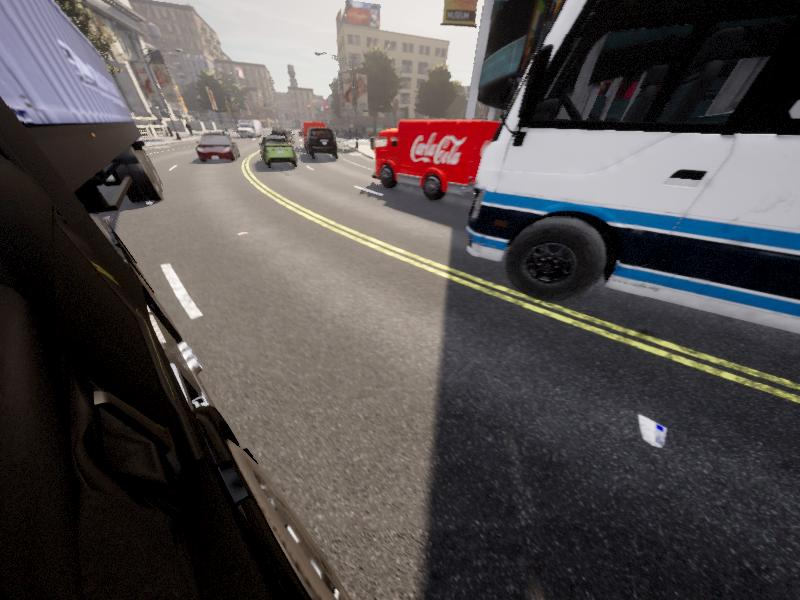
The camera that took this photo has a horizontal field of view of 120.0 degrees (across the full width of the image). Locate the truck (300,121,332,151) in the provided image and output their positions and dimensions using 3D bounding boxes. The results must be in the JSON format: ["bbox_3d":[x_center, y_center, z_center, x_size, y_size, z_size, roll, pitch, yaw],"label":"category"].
[{"bbox_3d":[-9.318,-18.134,25.510,2.627,2.467,5.204,-9,38,-16],"label":"truck"}]

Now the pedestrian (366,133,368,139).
[{"bbox_3d":[-7.655,-38.106,53.676,0.500,1.100,0.500,-5,37,-10],"label":"pedestrian"}]

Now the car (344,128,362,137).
[{"bbox_3d":[-12.696,-45.323,62.572,4.553,1.767,2.097,-7,37,-12],"label":"car"}]

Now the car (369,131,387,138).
[{"bbox_3d":[-6.157,-45.970,64.257,4.718,1.301,1.895,-9,38,-15],"label":"car"}]

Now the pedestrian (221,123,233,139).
[{"bbox_3d":[-26.470,-25.828,35.330,0.751,1.860,0.751,-10,38,-16],"label":"pedestrian"}]

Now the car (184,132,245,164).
[{"bbox_3d":[-12.423,-10.524,15.880,2.163,1.488,4.792,-13,39,-20],"label":"car"}]

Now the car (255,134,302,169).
[{"bbox_3d":[-8.045,-9.825,15.164,2.007,1.525,4.514,-16,40,-23],"label":"car"}]

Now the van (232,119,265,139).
[{"bbox_3d":[-25.709,-29.276,39.594,2.351,2.431,6.366,-4,37,-9],"label":"van"}]

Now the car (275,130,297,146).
[{"bbox_3d":[-14.792,-21.191,30.097,2.007,1.525,4.514,-9,38,-15],"label":"car"}]

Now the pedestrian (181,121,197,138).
[{"bbox_3d":[-28.488,-23.107,31.279,0.751,1.860,0.751,-6,37,-11],"label":"pedestrian"}]

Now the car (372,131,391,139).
[{"bbox_3d":[-4.934,-44.028,61.587,4.674,1.442,1.812,-9,38,-15],"label":"car"}]

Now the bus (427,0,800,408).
[{"bbox_3d":[5.984,-1.307,2.225,10.273,4.253,3.944,20,41,22],"label":"bus"}]

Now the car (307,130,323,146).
[{"bbox_3d":[-11.396,-21.639,30.884,1.789,1.549,3.705,-9,38,-15],"label":"car"}]

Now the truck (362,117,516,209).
[{"bbox_3d":[1.211,-5.738,9.390,5.204,2.467,2.627,31,45,34],"label":"truck"}]

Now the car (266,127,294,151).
[{"bbox_3d":[-12.558,-17.154,24.488,1.932,1.855,4.605,-9,38,-16],"label":"car"}]

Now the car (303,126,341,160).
[{"bbox_3d":[-6.738,-13.397,19.628,2.150,2.045,5.566,-12,39,-18],"label":"car"}]

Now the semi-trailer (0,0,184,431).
[{"bbox_3d":[-7.927,-4.019,4.887,2.717,4.402,14.254,-25,45,-31],"label":"semi-trailer"}]

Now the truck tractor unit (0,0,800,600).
[{"bbox_3d":[-2.645,-0.295,0.351,6.516,4.208,3.053,28,44,30],"label":"truck tractor unit"}]
